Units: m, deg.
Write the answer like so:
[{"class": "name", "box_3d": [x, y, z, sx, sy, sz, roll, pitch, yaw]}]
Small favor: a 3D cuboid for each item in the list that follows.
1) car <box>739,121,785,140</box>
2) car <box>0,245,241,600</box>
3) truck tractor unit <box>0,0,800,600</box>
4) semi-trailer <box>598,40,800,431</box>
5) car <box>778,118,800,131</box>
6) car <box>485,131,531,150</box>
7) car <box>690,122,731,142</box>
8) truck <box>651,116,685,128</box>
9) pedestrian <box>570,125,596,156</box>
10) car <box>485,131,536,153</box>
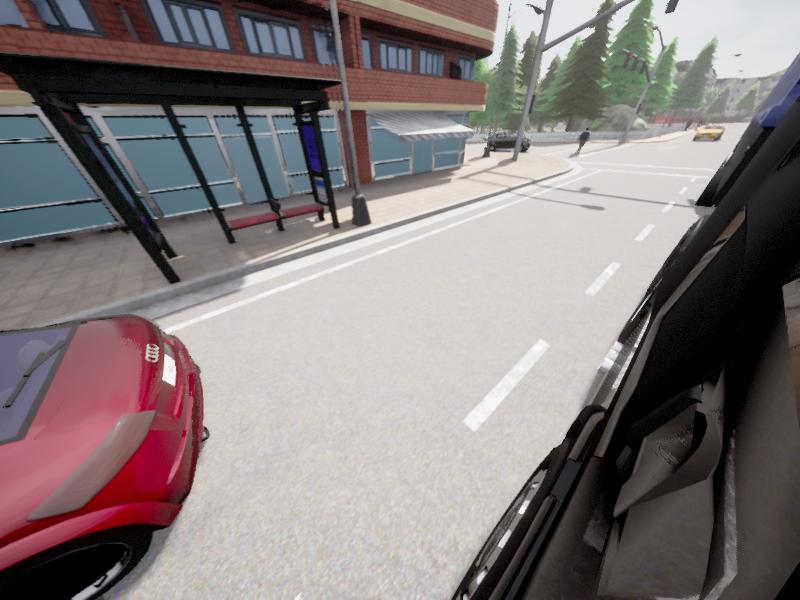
[{"class": "car", "box_3d": [40.271, -18.971, 25.806, 4.792, 1.488, 2.163, -28, 43, -30]}, {"class": "car", "box_3d": [-3.420, 1.329, 0.853, 4.181, 1.385, 1.994, -27, 43, -30]}, {"class": "truck tractor unit", "box_3d": [2.645, -0.295, 0.351, 6.516, 4.208, 3.053, -28, 44, -30]}, {"class": "semi-trailer", "box_3d": [8.699, -3.580, 4.261, 14.254, 4.402, 2.717, -28, 44, -30]}, {"class": "car", "box_3d": [62.184, -27.763, 36.445, 5.008, 1.535, 1.882, -28, 44, -31]}, {"class": "car", "box_3d": [11.265, -16.709, 24.221, 3.806, 1.475, 1.970, 22, 43, 29]}, {"class": "car", "box_3d": [34.513, -18.670, 25.625, 5.366, 1.575, 1.801, -27, 43, -29]}, {"class": "truck", "box_3d": [73.066, -48.502, 63.060, 2.627, 2.467, 5.204, -27, 43, -29]}, {"class": "pedestrian", "box_3d": [13.597, -11.861, 17.192, 0.751, 1.860, 0.751, -25, 42, -28]}, {"class": "car", "box_3d": [10.139, -14.597, 21.367, 3.705, 1.549, 1.789, 23, 44, 30]}]
